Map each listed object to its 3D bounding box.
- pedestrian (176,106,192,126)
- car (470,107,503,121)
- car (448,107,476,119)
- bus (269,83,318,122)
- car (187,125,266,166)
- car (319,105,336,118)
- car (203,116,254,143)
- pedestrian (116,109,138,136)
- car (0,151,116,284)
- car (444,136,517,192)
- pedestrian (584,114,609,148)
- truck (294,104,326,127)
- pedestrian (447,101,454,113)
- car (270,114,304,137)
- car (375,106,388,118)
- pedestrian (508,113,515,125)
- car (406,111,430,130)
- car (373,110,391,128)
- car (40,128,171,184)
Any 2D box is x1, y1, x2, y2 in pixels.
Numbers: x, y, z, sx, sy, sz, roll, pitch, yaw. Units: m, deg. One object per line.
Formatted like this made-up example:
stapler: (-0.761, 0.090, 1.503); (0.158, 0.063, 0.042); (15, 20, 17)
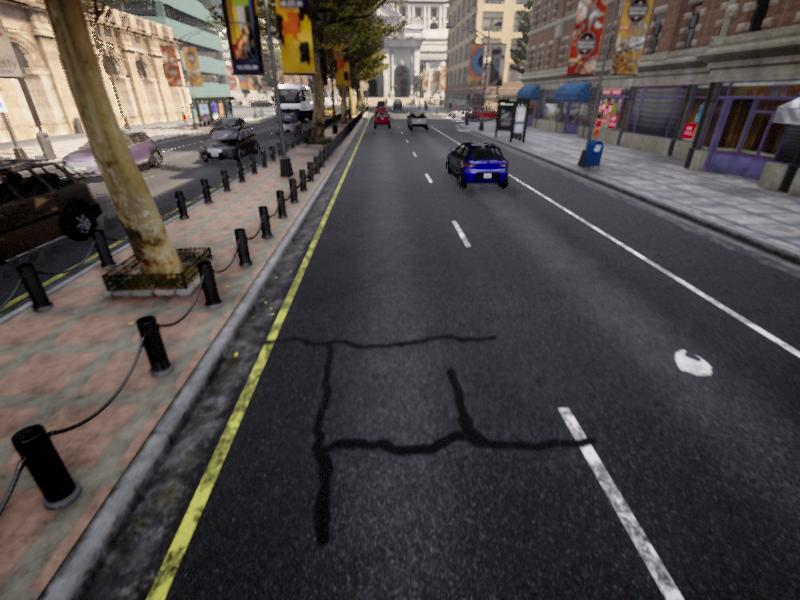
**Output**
pedestrian: (-22.005, -18.736, 40.753); (0.751, 1.860, 0.751); (2, 27, 4)
car: (11.410, -24.482, 52.672); (3.705, 1.549, 1.789); (-7, 28, -13)
car: (8.782, -26.508, 56.647); (3.633, 1.501, 1.845); (4, 28, 8)
bus: (-13.849, -26.300, 53.266); (3.944, 4.253, 10.273); (-1, 27, -3)
car: (-8.834, -8.183, 20.942); (2.128, 1.511, 4.902); (-1, 27, -2)
car: (-10.791, -28.318, 60.124); (1.801, 1.575, 5.366); (-1, 27, -2)
car: (-12.800, -12.939, 30.228); (1.837, 1.490, 4.892); (-1, 28, -2)
pedestrian: (-21.270, -13.833, 31.193); (0.751, 1.860, 0.751); (-7, 28, -13)
car: (-8.182, -1.633, 7.773); (1.932, 1.855, 4.605); (-1, 27, -2)
car: (2.943, -5.435, 15.619); (1.816, 1.474, 4.193); (-1, 27, -2)
pedestrian: (11.742, -10.117, 23.936); (0.751, 1.860, 0.751); (-3, 27, -6)
truck: (-10.045, -20.886, 45.064); (2.390, 2.098, 6.274); (-1, 27, -2)
pedestrian: (8.933, -34.029, 70.562); (0.751, 1.860, 0.751); (-9, 29, -18)
car: (-9.477, -14.813, 33.846); (1.845, 1.501, 3.633); (-1, 27, -2)
car: (-2.819, -28.668, 60.864); (2.007, 1.525, 4.514); (-1, 27, -2)
pedestrian: (11.930, -19.409, 42.887); (0.500, 1.100, 0.500); (14, 30, 26)
car: (1.723, -17.996, 40.055); (2.007, 1.525, 4.514); (-1, 27, -2)
car: (-1.896, -19.193, 42.359); (1.789, 1.549, 3.705); (-1, 27, -2)
car: (-12.145, -6.275, 17.095); (2.033, 1.649, 4.856); (-1, 27, -2)
